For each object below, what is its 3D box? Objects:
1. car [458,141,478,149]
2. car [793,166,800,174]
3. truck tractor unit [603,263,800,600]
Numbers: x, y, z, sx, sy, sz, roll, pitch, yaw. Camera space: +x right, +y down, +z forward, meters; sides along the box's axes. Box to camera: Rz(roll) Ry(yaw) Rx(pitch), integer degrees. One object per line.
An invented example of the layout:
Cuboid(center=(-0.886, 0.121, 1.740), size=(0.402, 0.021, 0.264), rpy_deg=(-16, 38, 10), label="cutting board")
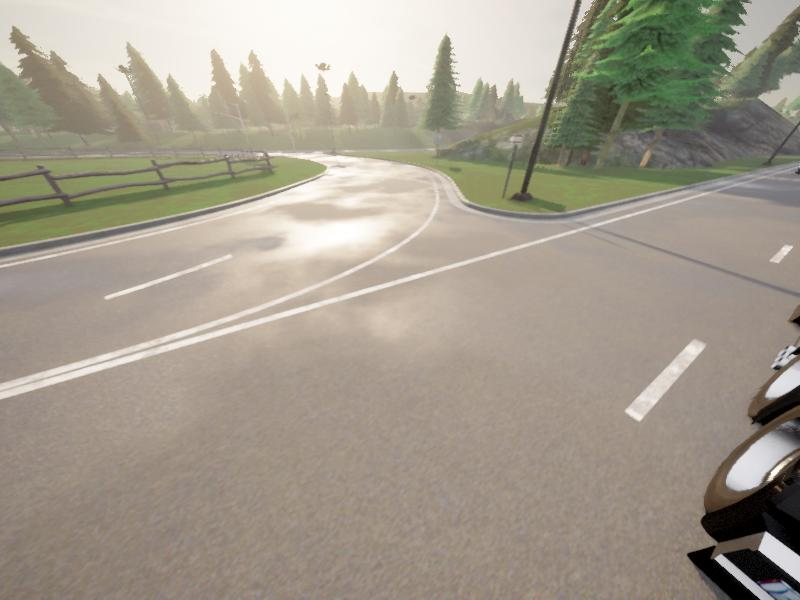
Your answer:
Cuboid(center=(20.567, -46.725, 69.630), size=(5.566, 2.045, 2.150), rpy_deg=(-18, 39, -24), label="car")
Cuboid(center=(36.459, -11.666, 19.841), size=(3.806, 1.475, 1.970), rpy_deg=(-18, 39, -24), label="car")
Cuboid(center=(5.108, -0.302, 0.795), size=(6.516, 4.208, 3.053), rpy_deg=(-18, 39, -24), label="truck tractor unit")
